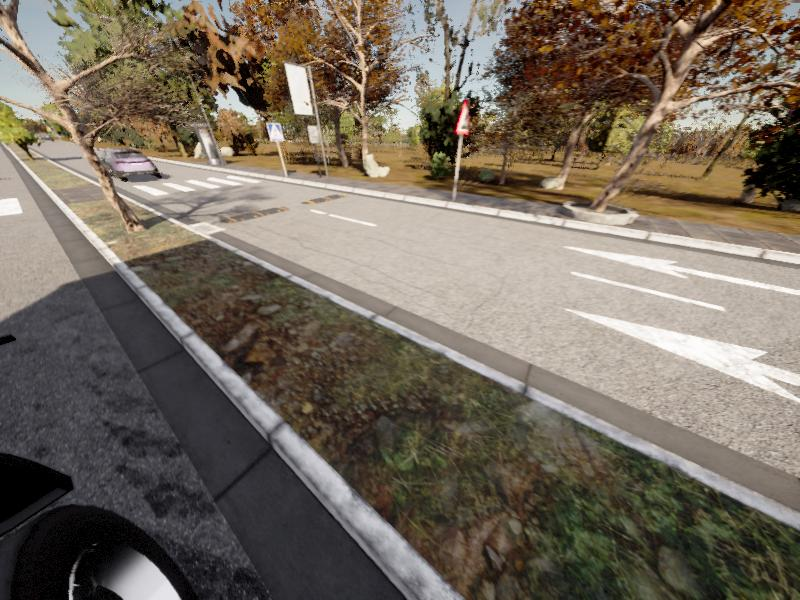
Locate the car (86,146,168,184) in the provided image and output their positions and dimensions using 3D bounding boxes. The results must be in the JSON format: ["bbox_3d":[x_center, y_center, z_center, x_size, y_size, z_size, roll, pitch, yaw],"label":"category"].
[{"bbox_3d":[-17.154,-8.592,14.519,4.856,1.649,2.033,22,41,28],"label":"car"}]
